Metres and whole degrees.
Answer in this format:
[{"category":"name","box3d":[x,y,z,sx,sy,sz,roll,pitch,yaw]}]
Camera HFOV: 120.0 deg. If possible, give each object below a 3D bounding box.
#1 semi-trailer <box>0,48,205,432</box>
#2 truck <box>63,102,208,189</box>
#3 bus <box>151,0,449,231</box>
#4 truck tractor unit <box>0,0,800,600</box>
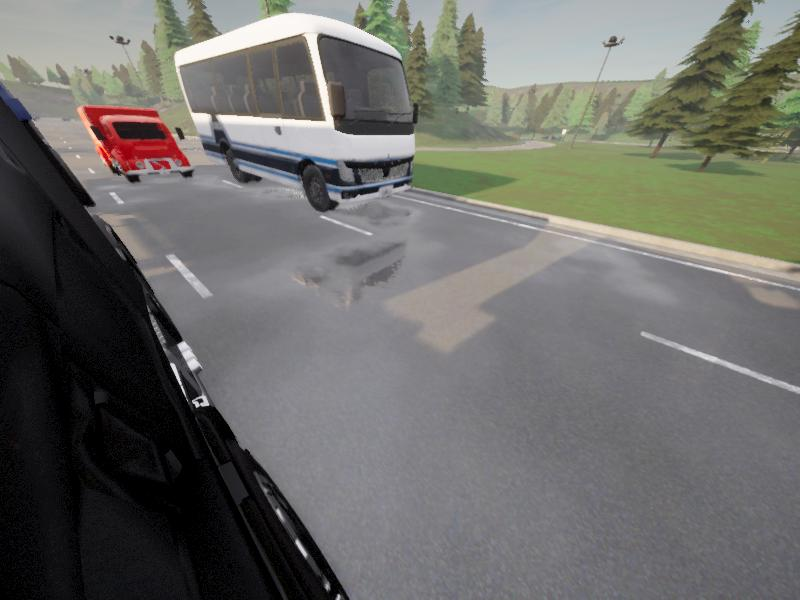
[{"category":"semi-trailer","box3d":[-8.829,-3.500,4.113,14.254,4.402,2.717,27,45,29]},{"category":"truck","box3d":[-11.343,-6.752,9.989,5.204,2.467,2.627,27,43,30]},{"category":"bus","box3d":[-4.039,-6.528,8.553,10.273,4.253,3.944,28,44,29]},{"category":"truck tractor unit","box3d":[-2.645,-0.295,0.351,6.516,4.208,3.053,28,44,30]}]
